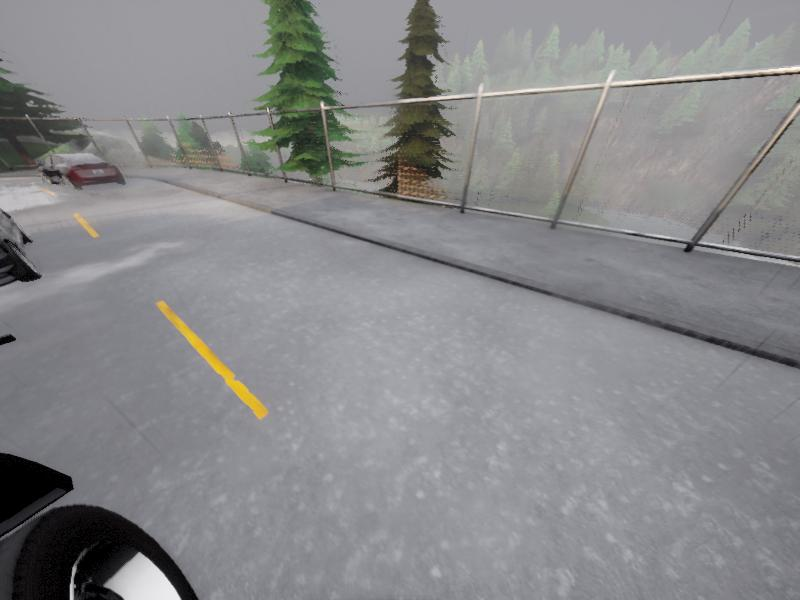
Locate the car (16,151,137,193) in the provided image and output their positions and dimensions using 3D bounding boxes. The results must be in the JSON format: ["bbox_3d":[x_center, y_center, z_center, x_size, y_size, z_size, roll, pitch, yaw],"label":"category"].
[{"bbox_3d":[-17.090,-6.919,12.275,4.792,1.488,2.163,15,38,20],"label":"car"}]

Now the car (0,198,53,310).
[{"bbox_3d":[-8.685,-1.197,4.101,5.238,1.638,1.930,23,41,28],"label":"car"}]
